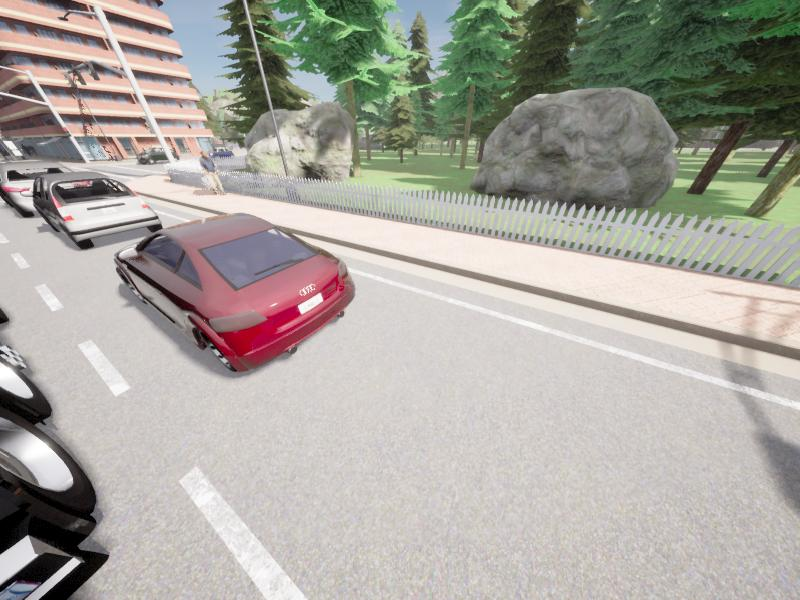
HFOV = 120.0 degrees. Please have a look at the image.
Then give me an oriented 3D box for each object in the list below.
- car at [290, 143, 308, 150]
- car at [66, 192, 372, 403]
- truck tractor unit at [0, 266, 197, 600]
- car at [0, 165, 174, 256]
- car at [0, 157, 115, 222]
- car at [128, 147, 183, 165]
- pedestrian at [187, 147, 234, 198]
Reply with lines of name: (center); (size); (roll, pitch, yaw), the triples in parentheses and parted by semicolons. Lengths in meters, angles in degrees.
car: (-27.048, -41.024, 61.793); (2.033, 1.411, 5.357); (-29, 44, -34)
car: (-2.773, -0.594, 3.675); (4.181, 1.385, 1.994); (20, 40, 26)
truck tractor unit: (-5.114, -0.298, 0.774); (6.516, 4.208, 3.053); (18, 39, 24)
car: (-8.952, -2.772, 6.638); (3.988, 1.617, 1.851); (18, 39, 25)
car: (-14.322, -4.609, 9.260); (4.611, 1.667, 2.242); (19, 39, 25)
car: (-27.805, -16.503, 26.448); (1.789, 1.549, 3.705); (11, 36, 15)
pedestrian: (-8.276, -5.594, 10.158); (0.751, 1.860, 0.751); (19, 39, 26)
